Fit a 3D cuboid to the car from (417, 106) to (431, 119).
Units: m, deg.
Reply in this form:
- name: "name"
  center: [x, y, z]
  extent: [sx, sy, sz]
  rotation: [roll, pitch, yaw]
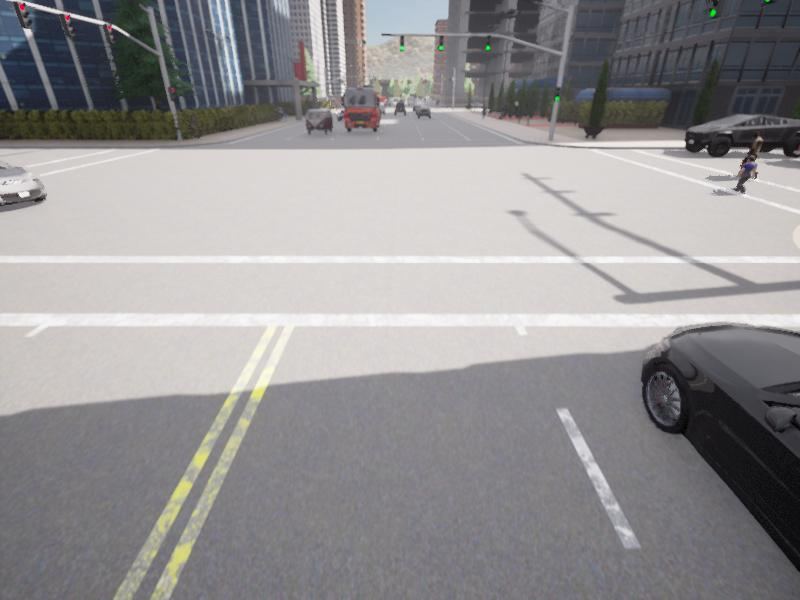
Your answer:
- name: "car"
  center: [3.483, -27.706, 59.049]
  extent: [1.837, 1.490, 4.892]
  rotation: [0, 27, 1]

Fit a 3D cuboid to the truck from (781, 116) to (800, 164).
- name: "truck"
  center: [22.247, -7.658, 18.869]
  extent: [5.204, 2.467, 2.627]
  rotation: [0, 27, 0]

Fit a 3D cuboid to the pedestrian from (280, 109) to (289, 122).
- name: "pedestrian"
  center: [-13.843, -22.202, 48.145]
  extent: [0.751, 1.300, 0.751]
  rotation: [-2, 27, -3]

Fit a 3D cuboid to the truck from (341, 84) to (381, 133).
- name: "truck"
  center: [-3.482, -18.372, 38.290]
  extent: [2.891, 3.827, 8.468]
  rotation: [0, 27, 0]

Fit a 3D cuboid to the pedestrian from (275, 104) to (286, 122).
- name: "pedestrian"
  center: [-14.148, -22.137, 47.403]
  extent: [0.751, 1.860, 0.751]
  rotation: [0, 27, 0]

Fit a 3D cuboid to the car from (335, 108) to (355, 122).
- name: "car"
  center: [-6.968, -23.592, 51.046]
  extent: [1.970, 1.475, 3.806]
  rotation: [0, 27, 0]

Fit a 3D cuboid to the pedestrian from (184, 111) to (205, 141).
- name: "pedestrian"
  center: [-14.373, -12.208, 28.037]
  extent: [0.751, 1.860, 0.751]
  rotation: [-23, 35, -37]

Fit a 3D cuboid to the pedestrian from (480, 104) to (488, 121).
- name: "pedestrian"
  center: [10.338, -23.048, 49.171]
  extent: [0.751, 1.860, 0.751]
  rotation: [3, 27, 7]

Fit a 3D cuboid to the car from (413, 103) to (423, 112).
- name: "car"
  center: [3.550, -38.449, 79.954]
  extent: [1.882, 1.535, 5.008]
  rotation: [0, 27, 0]

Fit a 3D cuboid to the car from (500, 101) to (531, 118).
- name: "car"
  center: [16.657, -27.492, 57.656]
  extent: [2.390, 2.098, 6.274]
  rotation: [15, 31, 27]

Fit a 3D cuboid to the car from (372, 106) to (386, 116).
- name: "car"
  center: [-3.458, -31.570, 66.701]
  extent: [1.994, 1.385, 4.181]
  rotation: [0, 27, 0]

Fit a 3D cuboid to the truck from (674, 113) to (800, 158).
- name: "truck"
  center: [19.343, -9.111, 22.108]
  extent: [6.274, 2.098, 2.390]
  rotation: [0, 27, 1]

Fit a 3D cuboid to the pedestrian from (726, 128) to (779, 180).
- name: "pedestrian"
  center: [13.887, -5.771, 15.803]
  extent: [0.751, 1.860, 0.751]
  rotation: [-6, 28, -12]

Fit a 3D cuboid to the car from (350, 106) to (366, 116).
- name: "car"
  center: [-6.960, -31.329, 66.212]
  extent: [2.033, 1.411, 5.357]
  rotation: [0, 27, 0]

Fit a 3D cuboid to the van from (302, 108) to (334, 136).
- name: "van"
  center: [-6.978, -15.464, 34.634]
  extent: [1.775, 1.987, 4.442]
  rotation: [0, 27, 0]

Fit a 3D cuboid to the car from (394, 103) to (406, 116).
- name: "car"
  center: [0.043, -32.133, 67.273]
  extent: [1.905, 1.878, 3.866]
  rotation: [0, 27, 0]

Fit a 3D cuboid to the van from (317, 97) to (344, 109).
- name: "van"
  center: [-16.525, -46.675, 94.862]
  extent: [5.915, 2.561, 1.988]
  rotation: [0, 27, 0]

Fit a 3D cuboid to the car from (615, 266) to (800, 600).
- name: "car"
  center: [3.502, 1.356, 2.417]
  extent: [1.812, 1.442, 4.674]
  rotation: [0, 27, 0]

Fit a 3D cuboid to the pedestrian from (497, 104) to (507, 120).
- name: "pedestrian"
  center: [12.924, -23.720, 50.480]
  extent: [0.751, 1.860, 0.751]
  rotation: [-7, 28, -14]

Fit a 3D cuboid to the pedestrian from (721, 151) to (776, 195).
- name: "pedestrian"
  center: [11.729, -4.278, 13.507]
  extent: [0.751, 1.300, 0.751]
  rotation: [-1, 27, -1]

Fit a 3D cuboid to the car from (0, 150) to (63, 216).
- name: "car"
  center: [-12.680, -3.613, 12.024]
  extent: [3.633, 1.501, 1.845]
  rotation: [8, 28, 16]
